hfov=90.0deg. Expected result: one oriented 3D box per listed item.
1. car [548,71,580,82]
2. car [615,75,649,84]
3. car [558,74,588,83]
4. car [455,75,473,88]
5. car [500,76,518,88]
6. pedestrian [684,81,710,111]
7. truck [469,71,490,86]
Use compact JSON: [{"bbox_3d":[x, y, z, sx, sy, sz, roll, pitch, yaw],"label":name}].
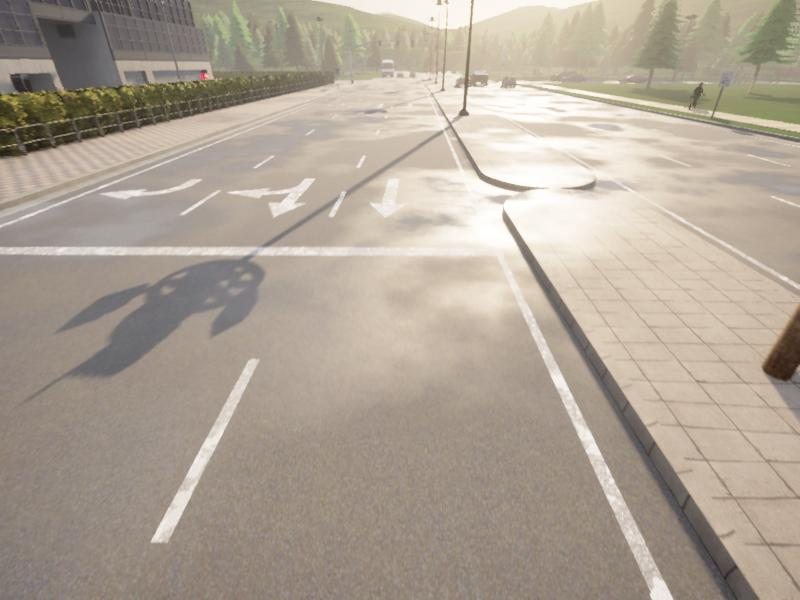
[{"bbox_3d":[34.786,-47.490,84.948,5.566,2.045,2.150,1,30,2],"label":"car"},{"bbox_3d":[43.954,-41.726,75.738,4.902,1.511,2.128,1,30,2],"label":"car"},{"bbox_3d":[34.230,-43.724,79.060,4.892,1.490,1.837,1,30,2],"label":"car"},{"bbox_3d":[10.092,-34.587,63.316,2.152,1.651,5.027,1,30,1],"label":"car"},{"bbox_3d":[17.080,-34.241,62.759,1.851,1.617,3.988,1,30,1],"label":"car"},{"bbox_3d":[21.576,-14.819,29.082,0.751,1.860,0.751,2,30,3],"label":"pedestrian"},{"bbox_3d":[13.794,-38.641,69.756,2.390,2.098,6.274,1,30,1],"label":"truck"}]
